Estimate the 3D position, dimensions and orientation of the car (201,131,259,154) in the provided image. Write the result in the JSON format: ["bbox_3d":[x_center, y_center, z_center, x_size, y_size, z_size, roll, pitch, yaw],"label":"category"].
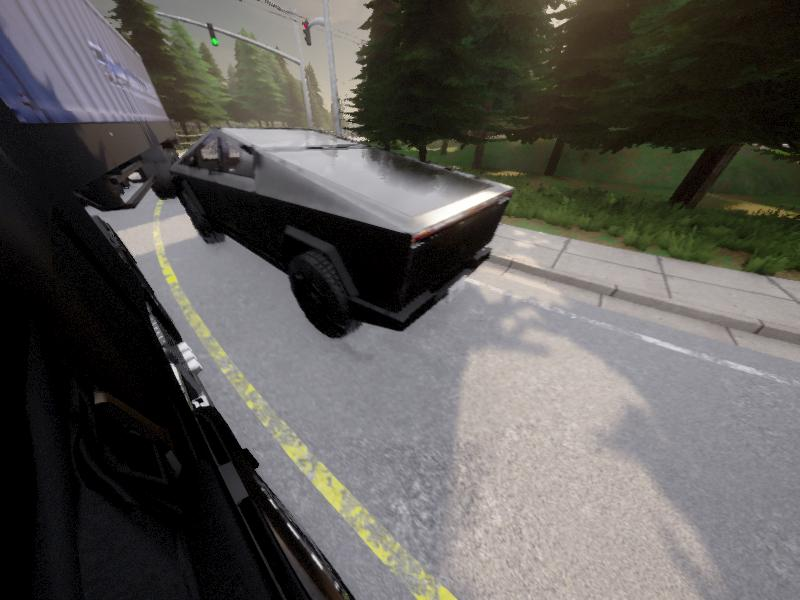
[{"bbox_3d":[-14.250,-13.550,19.756,1.994,1.385,4.181,0,37,-3],"label":"car"}]

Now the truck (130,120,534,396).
[{"bbox_3d":[-1.714,-1.661,4.010,6.274,2.098,2.390,28,44,29],"label":"truck"}]

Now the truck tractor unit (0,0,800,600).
[{"bbox_3d":[-2.645,-0.295,0.351,6.516,4.208,3.053,28,44,30],"label":"truck tractor unit"}]

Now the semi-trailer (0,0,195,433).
[{"bbox_3d":[-7.488,-4.221,5.139,2.717,4.402,14.254,-21,43,-27],"label":"semi-trailer"}]
